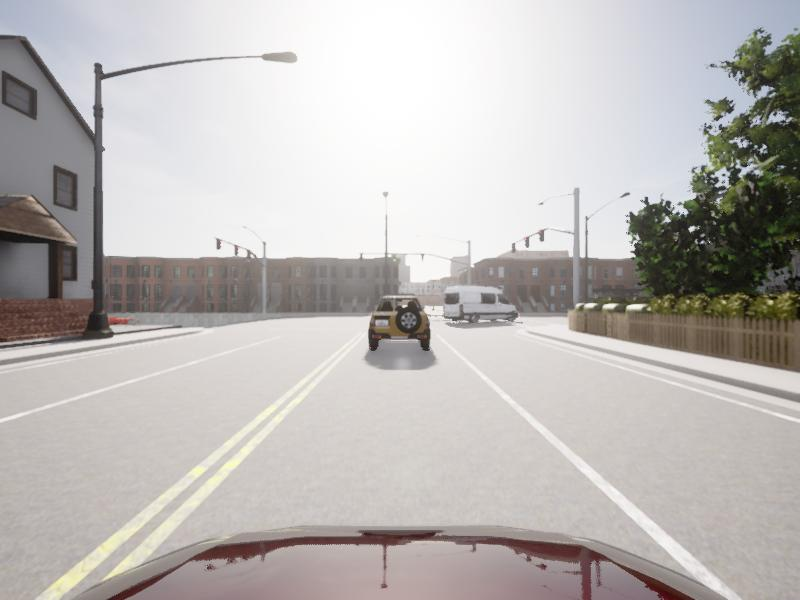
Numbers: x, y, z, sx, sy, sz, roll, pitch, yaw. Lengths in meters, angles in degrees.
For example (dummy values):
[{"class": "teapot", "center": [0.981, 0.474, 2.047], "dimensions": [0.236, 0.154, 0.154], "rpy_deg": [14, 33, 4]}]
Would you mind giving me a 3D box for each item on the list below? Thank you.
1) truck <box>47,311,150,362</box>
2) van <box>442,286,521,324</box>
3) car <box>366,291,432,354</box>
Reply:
[{"class": "truck", "center": [-22.161, 2.637, 29.639], "dimensions": [5.204, 2.467, 2.627], "rpy_deg": [-12, 1, 0]}, {"class": "van", "center": [5.974, 0.364, 28.973], "dimensions": [5.915, 2.561, 1.988], "rpy_deg": [0, -2, -33]}, {"class": "car", "center": [-0.023, 0.672, 14.004], "dimensions": [1.932, 1.855, 4.605], "rpy_deg": [0, 0, 0]}]
